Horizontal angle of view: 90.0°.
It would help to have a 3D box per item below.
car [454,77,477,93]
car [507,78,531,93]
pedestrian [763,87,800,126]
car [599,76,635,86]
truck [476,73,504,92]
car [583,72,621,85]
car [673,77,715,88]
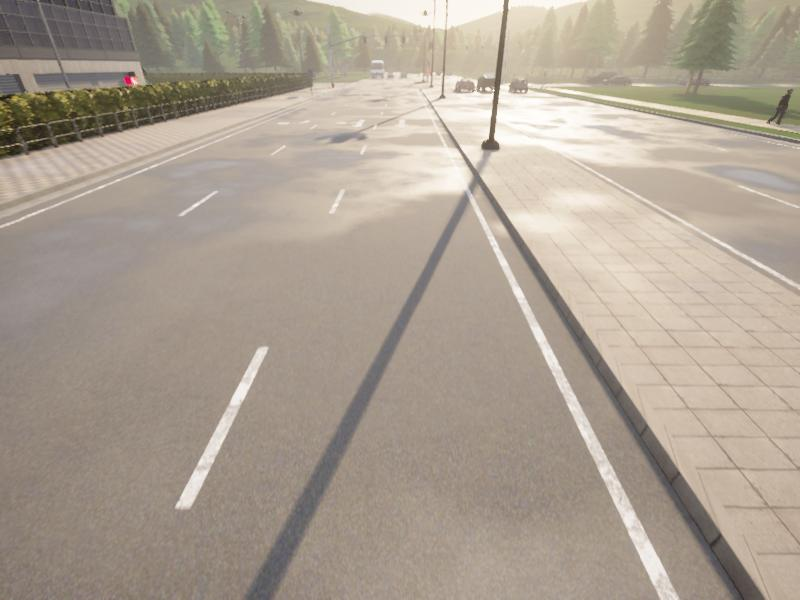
[{"bbox_3d":[8.632,-28.523,53.082,2.152,1.651,5.027,0,30,0],"label":"car"},{"bbox_3d":[15.631,-28.252,52.645,1.851,1.617,3.988,0,30,0],"label":"car"},{"bbox_3d":[21.027,-10.627,21.967,0.751,1.860,0.751,1,30,2],"label":"pedestrian"},{"bbox_3d":[37.460,-37.852,69.168,4.892,1.490,1.837,1,30,1],"label":"car"},{"bbox_3d":[12.145,-29.723,54.662,2.390,2.098,6.274,0,30,0],"label":"truck"},{"bbox_3d":[37.878,-41.618,75.067,5.566,2.045,2.150,1,30,1],"label":"car"},{"bbox_3d":[48.407,-35.949,65.994,4.902,1.511,2.128,1,30,1],"label":"car"}]
